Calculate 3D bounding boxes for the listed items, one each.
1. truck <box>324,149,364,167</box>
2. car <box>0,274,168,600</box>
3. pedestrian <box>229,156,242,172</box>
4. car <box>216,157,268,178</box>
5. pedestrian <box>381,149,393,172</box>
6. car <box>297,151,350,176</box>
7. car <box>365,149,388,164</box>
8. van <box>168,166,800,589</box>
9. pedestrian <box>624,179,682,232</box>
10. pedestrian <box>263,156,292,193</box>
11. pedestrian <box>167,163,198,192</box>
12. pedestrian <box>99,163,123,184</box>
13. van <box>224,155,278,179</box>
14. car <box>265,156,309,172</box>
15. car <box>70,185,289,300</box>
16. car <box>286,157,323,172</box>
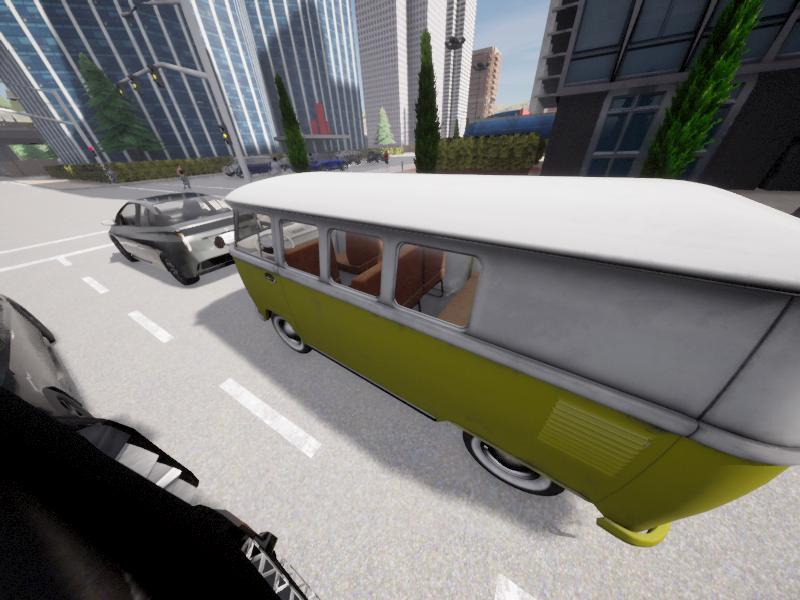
[{"bbox_3d":[-8.842,-22.949,37.301,2.390,2.098,6.274,15,38,25],"label":"truck"},{"bbox_3d":[-4.383,0.775,1.741,4.514,1.525,2.007,16,38,26],"label":"car"},{"bbox_3d":[-23.918,-19.805,33.631,0.751,1.860,0.751,16,38,26],"label":"pedestrian"},{"bbox_3d":[-19.140,-16.312,28.303,1.932,1.855,4.605,15,38,25],"label":"car"},{"bbox_3d":[-1.300,-13.727,22.722,0.751,1.860,0.751,22,41,33],"label":"pedestrian"},{"bbox_3d":[-8.403,-15.485,26.073,2.150,2.045,5.566,15,38,25],"label":"car"},{"bbox_3d":[-3.888,-23.951,38.612,1.905,1.878,3.866,15,38,25],"label":"car"},{"bbox_3d":[-0.016,-0.204,2.460,4.442,1.987,1.775,19,39,29],"label":"van"},{"bbox_3d":[6.096,-2.308,5.638,0.500,1.100,0.500,16,38,26],"label":"pedestrian"},{"bbox_3d":[-7.299,-7.513,13.828,0.751,1.860,0.751,15,37,25],"label":"pedestrian"},{"bbox_3d":[-16.325,-9.240,17.407,0.751,1.860,0.751,7,35,15],"label":"pedestrian"},{"bbox_3d":[-30.399,-13.288,24.320,0.751,1.860,0.751,-27,40,-31],"label":"pedestrian"},{"bbox_3d":[-16.597,-15.004,26.039,1.775,1.987,4.442,15,38,26],"label":"van"},{"bbox_3d":[-15.968,-19.425,32.977,2.152,1.651,5.027,15,38,25],"label":"car"},{"bbox_3d":[-5.208,-1.695,5.526,4.514,1.525,2.007,16,38,26],"label":"car"},{"bbox_3d":[-12.911,-18.529,31.523,1.816,1.474,4.193,15,38,25],"label":"car"}]
